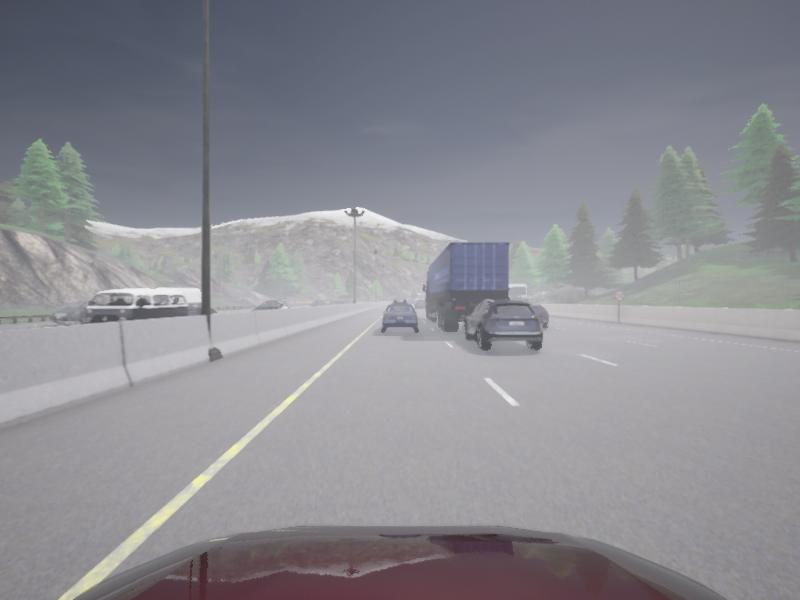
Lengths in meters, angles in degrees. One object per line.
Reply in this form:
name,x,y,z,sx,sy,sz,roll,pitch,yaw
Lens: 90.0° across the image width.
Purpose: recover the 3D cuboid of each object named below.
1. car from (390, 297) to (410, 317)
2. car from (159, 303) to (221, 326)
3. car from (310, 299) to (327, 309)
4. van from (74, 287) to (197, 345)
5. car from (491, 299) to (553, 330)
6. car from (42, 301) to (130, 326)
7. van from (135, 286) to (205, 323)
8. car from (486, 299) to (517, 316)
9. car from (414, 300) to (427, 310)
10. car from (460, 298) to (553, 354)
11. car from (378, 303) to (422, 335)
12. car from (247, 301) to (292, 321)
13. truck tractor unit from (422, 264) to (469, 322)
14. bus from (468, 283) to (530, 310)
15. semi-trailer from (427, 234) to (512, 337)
car,0.004,0.641,39.961,1.932,1.855,4.605,0,0,0
car,-14.000,0.901,26.992,1.994,1.385,4.181,0,0,0
car,-13.994,0.675,69.027,2.097,1.767,4.553,0,0,0
van,-10.499,0.567,16.407,2.069,2.038,4.480,0,0,0
car,7.001,0.774,23.610,2.152,1.651,5.027,0,0,0
car,-20.998,0.827,27.117,2.128,1.511,4.902,0,0,0
van,-17.502,0.312,30.856,1.988,2.561,5.915,0,0,0
car,10.500,0.766,41.906,2.033,1.649,4.856,0,0,0
car,3.500,0.761,68.322,2.033,1.649,4.856,0,0,0
car,3.501,0.774,14.238,2.033,1.649,4.856,0,0,0
car,0.002,0.889,21.085,2.033,1.411,5.357,0,0,0
car,-10.499,0.819,32.657,2.038,1.542,4.974,0,0,0
truck tractor unit,3.491,-0.528,32.172,3.053,4.208,6.516,0,0,0
bus,17.961,-0.652,73.216,10.273,4.253,3.944,-2,1,5
semi-trailer,3.468,-0.624,24.256,2.717,4.402,14.254,0,0,0
